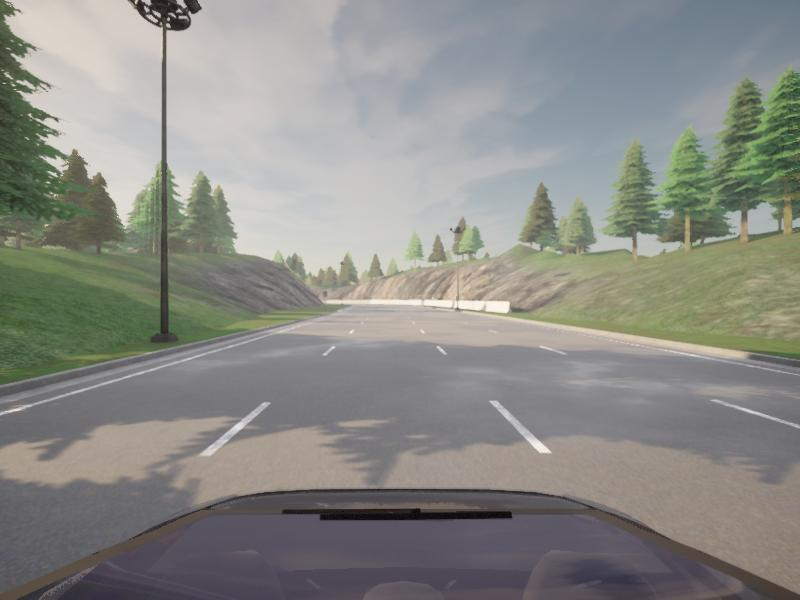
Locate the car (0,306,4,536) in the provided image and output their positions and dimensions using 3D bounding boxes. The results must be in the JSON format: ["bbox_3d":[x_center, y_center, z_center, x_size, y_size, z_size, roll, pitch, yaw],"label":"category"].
[{"bbox_3d":[-3.643,0.824,0.201,2.038,1.542,4.974,0,0,-1],"label":"car"}]
